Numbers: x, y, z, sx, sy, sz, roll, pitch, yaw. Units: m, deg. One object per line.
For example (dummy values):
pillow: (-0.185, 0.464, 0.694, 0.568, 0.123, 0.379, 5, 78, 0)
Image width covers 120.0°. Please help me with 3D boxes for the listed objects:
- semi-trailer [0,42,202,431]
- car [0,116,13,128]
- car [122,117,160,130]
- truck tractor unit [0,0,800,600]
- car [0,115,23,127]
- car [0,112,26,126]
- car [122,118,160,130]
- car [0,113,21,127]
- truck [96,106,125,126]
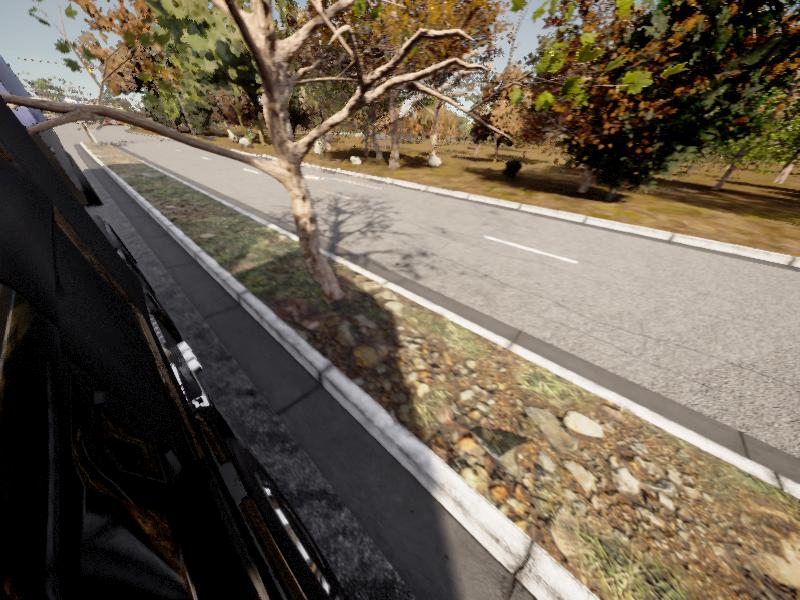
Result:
semi-trailer: (-8.713, -3.574, 4.245, 14.254, 4.402, 2.717, 28, 43, 30)
car: (-63.354, -26.871, 34.781, 2.163, 1.488, 4.792, 17, 40, 19)
car: (-53.298, -36.393, 47.656, 1.878, 1.987, 4.442, 18, 39, 19)
truck tractor unit: (-2.645, -0.295, 0.351, 6.516, 4.208, 3.053, 28, 44, 30)
car: (-65.229, -28.396, 36.660, 1.946, 1.575, 5.366, 17, 40, 19)
car: (-69.450, -31.238, 39.880, 1.878, 1.987, 4.442, 17, 40, 20)
car: (-55.329, -37.681, 49.443, 2.185, 1.767, 4.553, 18, 39, 20)
car: (-67.425, -29.724, 38.126, 2.185, 1.767, 4.553, 17, 40, 20)
truck: (-75.884, -48.237, 60.790, 2.891, 3.827, 8.468, -26, 45, -32)
